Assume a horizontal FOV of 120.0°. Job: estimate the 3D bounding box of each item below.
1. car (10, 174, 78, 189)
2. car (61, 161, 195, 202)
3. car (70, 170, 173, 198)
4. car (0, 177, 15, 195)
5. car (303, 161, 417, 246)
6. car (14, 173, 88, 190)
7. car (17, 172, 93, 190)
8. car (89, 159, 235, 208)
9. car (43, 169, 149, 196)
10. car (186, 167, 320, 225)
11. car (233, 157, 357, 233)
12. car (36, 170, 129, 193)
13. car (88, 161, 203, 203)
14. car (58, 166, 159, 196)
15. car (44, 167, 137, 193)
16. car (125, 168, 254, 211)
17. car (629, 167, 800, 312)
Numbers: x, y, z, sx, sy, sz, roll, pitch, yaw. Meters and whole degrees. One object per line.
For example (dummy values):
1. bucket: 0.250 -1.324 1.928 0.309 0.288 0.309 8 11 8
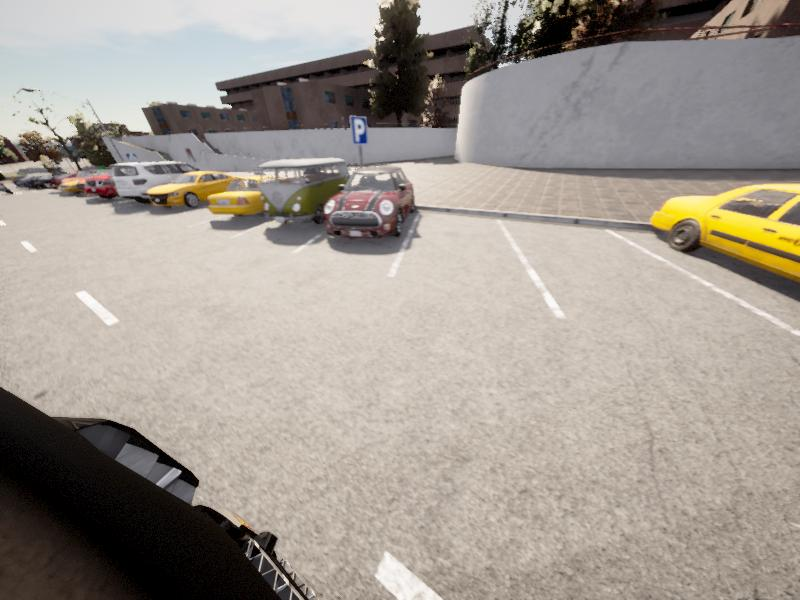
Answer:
1. car: -52.191 -17.517 34.091 2.231 1.521 4.892 3 32 12
2. car: -18.844 -8.706 16.654 2.435 2.045 5.566 4 33 10
3. car: -21.407 -9.201 18.148 2.002 1.452 4.674 4 33 10
4. car: -43.211 -11.991 24.433 3.633 1.501 1.845 15 37 27
5. car: -0.808 -3.465 7.669 2.185 1.767 4.553 4 33 9
6. car: -47.099 -16.176 31.400 2.097 1.535 5.008 3 32 10
7. car: -44.543 -15.505 30.061 2.097 1.535 5.008 3 32 10
8. car: -13.696 -7.279 14.090 2.435 2.045 5.566 4 33 10
9. car: -26.580 -10.565 20.597 1.946 1.575 5.366 4 33 10
10. car: -5.936 -4.933 10.459 1.946 1.575 5.366 4 33 10
11. car: -3.410 -4.214 8.790 1.878 1.987 4.442 4 33 9
12. car: -31.702 -12.066 23.392 2.097 1.535 5.008 3 33 10
13. car: -16.289 -7.912 15.289 1.878 1.987 4.442 4 33 9
14. car: -23.980 -10.071 19.396 2.185 1.767 4.553 4 33 10
15. car: -29.123 -11.491 22.034 2.185 1.767 4.553 3 33 10
16. car: -11.111 -6.317 12.905 2.097 1.535 5.008 4 33 9
17. car: 6.886 -1.015 3.664 1.946 1.575 5.366 4 33 9
